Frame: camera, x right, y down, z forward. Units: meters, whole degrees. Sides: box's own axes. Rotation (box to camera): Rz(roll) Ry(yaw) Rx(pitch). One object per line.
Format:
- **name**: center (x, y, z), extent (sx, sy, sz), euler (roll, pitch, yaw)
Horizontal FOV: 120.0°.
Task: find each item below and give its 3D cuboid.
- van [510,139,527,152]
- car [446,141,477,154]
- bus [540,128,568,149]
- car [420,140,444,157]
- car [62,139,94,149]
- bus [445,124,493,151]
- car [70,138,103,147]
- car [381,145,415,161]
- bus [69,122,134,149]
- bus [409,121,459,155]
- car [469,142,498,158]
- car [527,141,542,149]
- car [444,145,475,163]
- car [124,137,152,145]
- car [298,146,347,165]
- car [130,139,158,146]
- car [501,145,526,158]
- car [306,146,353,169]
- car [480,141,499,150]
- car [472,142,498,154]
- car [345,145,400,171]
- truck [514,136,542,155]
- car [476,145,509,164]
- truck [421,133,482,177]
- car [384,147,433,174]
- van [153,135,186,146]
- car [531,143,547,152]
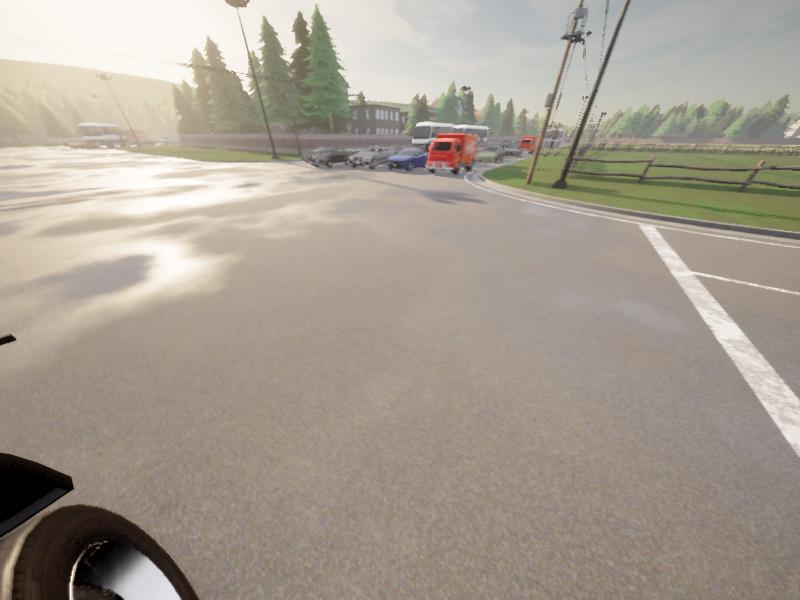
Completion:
- **van**: center (24.397, -31.704, 47.337), extent (1.775, 1.987, 4.442), euler (22, 41, 28)
- **car**: center (10.715, -26.652, 40.327), extent (4.611, 1.667, 2.242), euler (-16, 38, -22)
- **bus**: center (40.739, -42.528, 60.861), extent (3.944, 4.253, 10.273), euler (22, 41, 28)
- **car**: center (4.738, -22.483, 34.169), extent (1.905, 1.878, 3.866), euler (21, 40, 27)
- **car**: center (-64.879, -31.565, 46.710), extent (1.801, 1.575, 5.366), euler (-18, 39, -24)
- **bus**: center (14.528, -33.959, 48.481), extent (10.273, 4.253, 3.944), euler (-27, 43, -34)
- **car**: center (-71.637, -36.032, 52.888), extent (2.033, 1.649, 4.856), euler (-10, 36, -14)
- **car**: center (-0.189, -18.113, 28.386), extent (1.994, 1.385, 4.181), euler (22, 41, 28)
- **bus**: center (-62.936, -35.091, 49.368), extent (3.944, 4.253, 10.273), euler (-15, 38, -21)
- **bus**: center (5.920, -27.537, 39.284), extent (3.944, 4.253, 10.273), euler (20, 41, 26)
- **car**: center (11.736, -21.062, 32.413), extent (2.242, 1.667, 4.611), euler (22, 40, 28)
- **car**: center (34.890, -40.231, 59.928), extent (2.128, 1.511, 4.902), euler (22, 41, 28)
- **car**: center (6.848, -16.923, 26.670), extent (1.970, 1.475, 3.806), euler (22, 41, 27)
- **car**: center (-72.700, -44.166, 64.209), extent (1.932, 1.855, 4.605), euler (2, 35, 3)
- **car**: center (-7.905, -15.090, 23.966), extent (1.812, 1.442, 4.674), euler (19, 39, 25)
- **car**: center (-69.357, -42.856, 62.728), extent (2.163, 1.488, 4.792), euler (2, 35, 3)
- **car**: center (16.039, -20.964, 32.574), extent (1.994, 1.385, 4.181), euler (22, 41, 27)
- **car**: center (-6.091, -12.684, 20.481), extent (1.789, 1.549, 3.705), euler (15, 37, 21)
- **car**: center (20.514, -35.421, 52.887), extent (2.152, 1.651, 5.027), euler (24, 41, 30)
- **car**: center (15.100, -27.193, 41.134), extent (2.242, 1.667, 4.611), euler (30, 45, 35)
- **car**: center (-2.211, -12.611, 20.351), extent (2.152, 1.651, 5.027), euler (18, 39, 23)
- **truck**: center (21.325, -25.796, 38.525), extent (2.627, 2.467, 5.204), euler (22, 40, 27)
- **car**: center (10.337, -16.289, 25.760), extent (2.007, 1.525, 4.514), euler (22, 41, 27)
- **truck**: center (3.975, -11.057, 17.472), extent (2.627, 2.467, 5.204), euler (18, 39, 24)
- **car**: center (0.843, -11.639, 19.074), extent (1.882, 1.535, 5.008), euler (18, 39, 24)
- **van**: center (-65.393, -45.507, 65.689), extent (2.351, 2.431, 6.366), euler (5, 35, 6)
- **car**: center (28.720, -31.497, 47.618), extent (1.994, 1.385, 4.181), euler (22, 40, 27)
